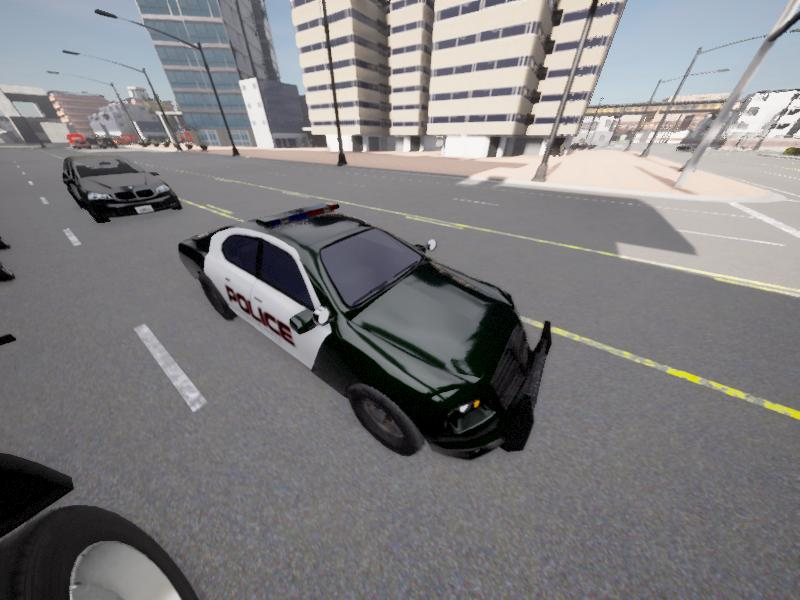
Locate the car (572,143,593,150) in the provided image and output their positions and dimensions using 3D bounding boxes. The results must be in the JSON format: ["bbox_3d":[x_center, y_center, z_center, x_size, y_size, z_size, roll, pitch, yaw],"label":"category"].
[{"bbox_3d":[45.267,-38.080,57.296,3.806,1.475,1.970,20,40,27],"label":"car"}]

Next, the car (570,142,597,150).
[{"bbox_3d":[47.253,-39.836,59.587,5.238,1.638,1.930,20,40,27],"label":"car"}]

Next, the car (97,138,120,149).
[{"bbox_3d":[-58.067,-31.166,45.951,3.866,1.878,1.905,25,42,31],"label":"car"}]

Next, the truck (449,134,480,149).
[{"bbox_3d":[20.534,-50.475,73.655,8.468,3.827,2.891,20,40,27],"label":"truck"}]

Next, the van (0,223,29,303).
[{"bbox_3d":[-8.734,-1.232,3.849,4.442,1.987,1.775,22,41,28],"label":"van"}]

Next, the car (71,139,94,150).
[{"bbox_3d":[-60.646,-29.639,44.055,3.988,1.617,1.851,25,42,31],"label":"car"}]

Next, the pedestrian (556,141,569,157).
[{"bbox_3d":[23.570,-21.899,33.473,0.751,1.860,0.751,-25,42,-31],"label":"pedestrian"}]

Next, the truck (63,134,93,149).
[{"bbox_3d":[-66.620,-32.895,47.826,5.204,2.467,2.627,28,44,32],"label":"truck"}]

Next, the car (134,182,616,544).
[{"bbox_3d":[-0.821,-0.281,2.967,4.974,1.542,2.038,22,41,28],"label":"car"}]

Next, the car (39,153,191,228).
[{"bbox_3d":[-10.058,-4.104,8.188,4.611,1.667,2.242,22,41,28],"label":"car"}]

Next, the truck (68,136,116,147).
[{"bbox_3d":[-73.548,-38.077,55.409,2.390,2.098,6.274,8,36,10],"label":"truck"}]
